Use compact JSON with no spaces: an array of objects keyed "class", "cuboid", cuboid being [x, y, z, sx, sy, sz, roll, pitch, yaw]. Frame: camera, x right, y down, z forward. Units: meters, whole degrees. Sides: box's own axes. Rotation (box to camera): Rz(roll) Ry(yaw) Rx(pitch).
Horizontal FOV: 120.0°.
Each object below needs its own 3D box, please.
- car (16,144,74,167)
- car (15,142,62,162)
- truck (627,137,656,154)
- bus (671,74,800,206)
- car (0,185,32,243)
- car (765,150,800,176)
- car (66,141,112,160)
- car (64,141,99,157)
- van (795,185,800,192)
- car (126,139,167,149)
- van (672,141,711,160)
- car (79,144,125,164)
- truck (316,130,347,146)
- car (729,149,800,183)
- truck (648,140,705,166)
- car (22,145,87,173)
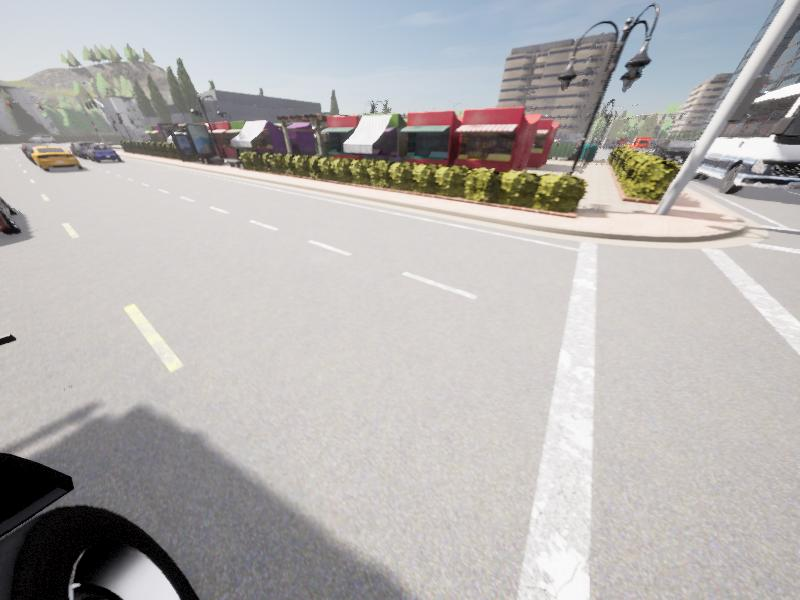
[{"class":"car","cuboid":[-32.127,-13.166,20.914,4.792,1.488,2.163,22,41,28]},{"class":"car","cuboid":[-37.725,-15.482,24.084,5.008,1.535,1.882,22,41,28]},{"class":"truck","cuboid":[45.615,-29.382,43.822,2.627,2.467,5.204,22,41,28]},{"class":"bus","cuboid":[19.094,-8.051,11.750,3.944,4.253,10.273,22,41,28]},{"class":"car","cuboid":[-12.384,-2.573,6.127,4.792,1.488,2.163,22,41,28]},{"class":"car","cuboid":[32.095,-10.723,18.061,2.128,1.511,4.902,22,40,27]},{"class":"car","cuboid":[-35.061,-16.892,26.033,4.856,1.649,2.033,22,41,28]},{"class":"car","cuboid":[-39.927,-18.923,28.941,3.633,1.501,1.845,25,42,30]},{"class":"van","cuboid":[20.901,-5.276,9.754,2.069,2.038,4.480,19,39,24]},{"class":"car","cuboid":[-50.590,-31.281,46.252,2.152,1.651,5.027,25,42,30]},{"class":"van","cuboid":[38.876,-20.067,30.968,1.775,1.987,4.442,22,40,28]},{"class":"car","cuboid":[-29.719,-14.633,23.025,4.193,1.474,1.816,22,41,28]},{"class":"truck","cuboid":[-20.318,-48.675,69.336,2.891,3.827,8.468,23,41,29]},{"class":"car","cuboid":[26.260,-9.488,16.148,2.152,1.651,5.027,22,40,28]},{"class":"truck","cuboid":[29.765,-16.122,25.175,2.390,2.098,6.274,22,41,28]},{"class":"car","cuboid":[-26.615,-10.944,17.778,5.008,1.535,1.882,22,41,27]}]
